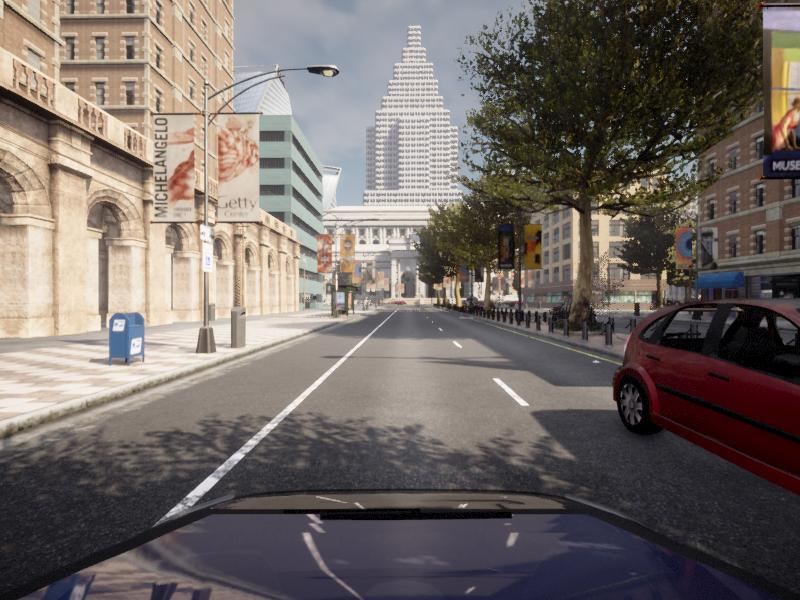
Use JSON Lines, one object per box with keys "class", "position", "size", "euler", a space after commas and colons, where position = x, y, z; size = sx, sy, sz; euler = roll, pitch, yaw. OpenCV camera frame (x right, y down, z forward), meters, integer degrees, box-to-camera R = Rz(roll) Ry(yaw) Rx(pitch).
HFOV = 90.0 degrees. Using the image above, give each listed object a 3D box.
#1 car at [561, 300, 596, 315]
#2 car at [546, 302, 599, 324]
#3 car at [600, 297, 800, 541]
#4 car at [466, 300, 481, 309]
{"class": "car", "position": [19.966, 0.826, 44.523], "size": [2.038, 1.542, 4.974], "euler": [0, 0, 43]}
{"class": "car", "position": [12.084, 0.870, 28.319], "size": [1.812, 1.442, 4.674], "euler": [0, 0, 1]}
{"class": "car", "position": [3.587, 0.788, 3.390], "size": [1.851, 1.617, 3.988], "euler": [0, 0, 1]}
{"class": "car", "position": [12.915, 0.823, 70.753], "size": [1.882, 1.535, 5.008], "euler": [0, 0, 1]}
